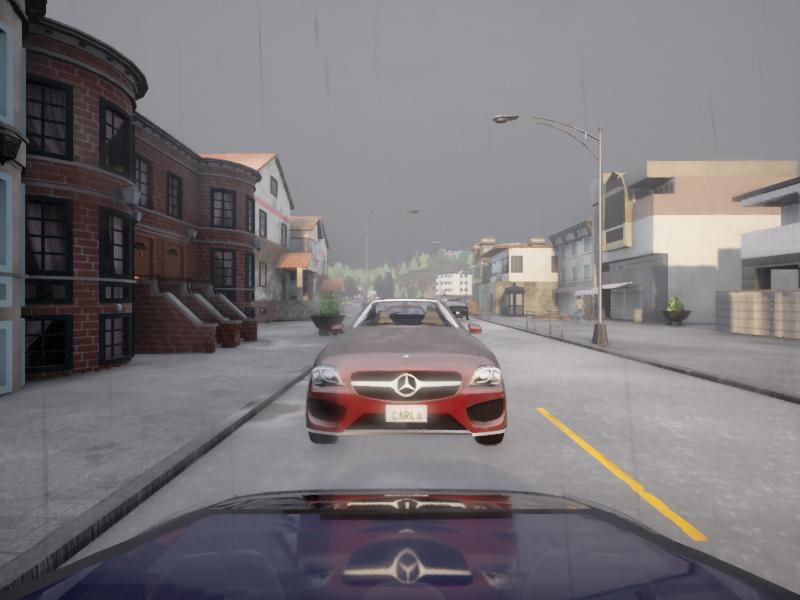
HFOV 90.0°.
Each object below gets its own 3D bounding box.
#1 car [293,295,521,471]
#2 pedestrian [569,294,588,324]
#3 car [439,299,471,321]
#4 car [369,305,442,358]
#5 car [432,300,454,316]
[{"bbox_3d":[0.089,0.781,6.286,2.152,1.651,5.027,0,0,1],"label":"car"},{"bbox_3d":[10.972,0.547,24.622,0.751,1.860,0.751,0,0,-16],"label":"pedestrian"},{"bbox_3d":[4.417,0.771,32.967,1.930,1.638,5.238,0,0,1],"label":"car"},{"bbox_3d":[0.180,0.895,13.768,2.033,1.411,5.357,0,0,1],"label":"car"},{"bbox_3d":[4.539,0.802,42.895,1.801,1.575,5.366,0,0,1],"label":"car"}]
